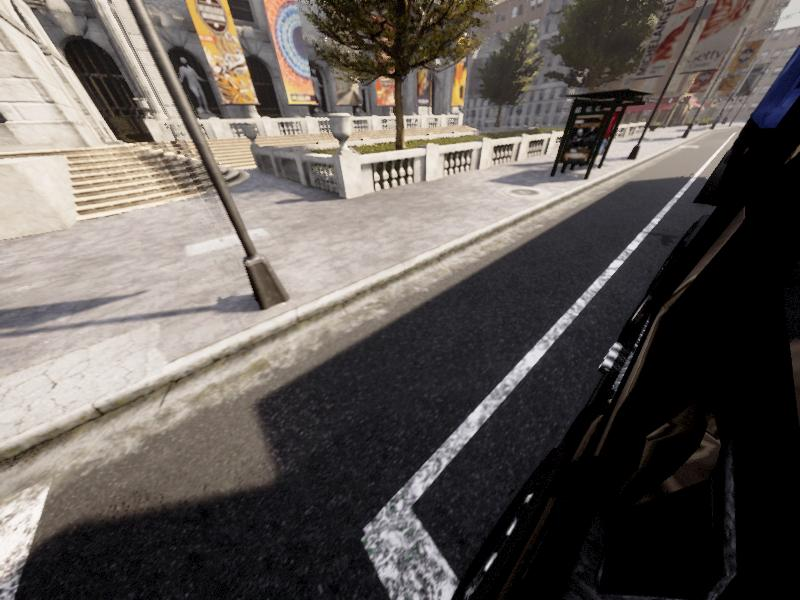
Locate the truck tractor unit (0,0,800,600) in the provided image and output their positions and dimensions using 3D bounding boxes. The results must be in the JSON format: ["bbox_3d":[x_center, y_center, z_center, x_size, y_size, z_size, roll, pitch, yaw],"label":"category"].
[{"bbox_3d":[2.645,-0.295,0.351,6.516,4.208,3.053,-28,44,-30],"label":"truck tractor unit"}]

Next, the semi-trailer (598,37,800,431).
[{"bbox_3d":[8.661,-3.637,4.255,14.254,4.402,2.717,-29,44,-30],"label":"semi-trailer"}]

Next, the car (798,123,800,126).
[{"bbox_3d":[61.993,-26.603,33.939,3.806,1.475,1.970,-11,38,-11],"label":"car"}]

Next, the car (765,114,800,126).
[{"bbox_3d":[61.555,-28.453,36.509,4.718,1.301,1.895,-8,37,-7],"label":"car"}]
